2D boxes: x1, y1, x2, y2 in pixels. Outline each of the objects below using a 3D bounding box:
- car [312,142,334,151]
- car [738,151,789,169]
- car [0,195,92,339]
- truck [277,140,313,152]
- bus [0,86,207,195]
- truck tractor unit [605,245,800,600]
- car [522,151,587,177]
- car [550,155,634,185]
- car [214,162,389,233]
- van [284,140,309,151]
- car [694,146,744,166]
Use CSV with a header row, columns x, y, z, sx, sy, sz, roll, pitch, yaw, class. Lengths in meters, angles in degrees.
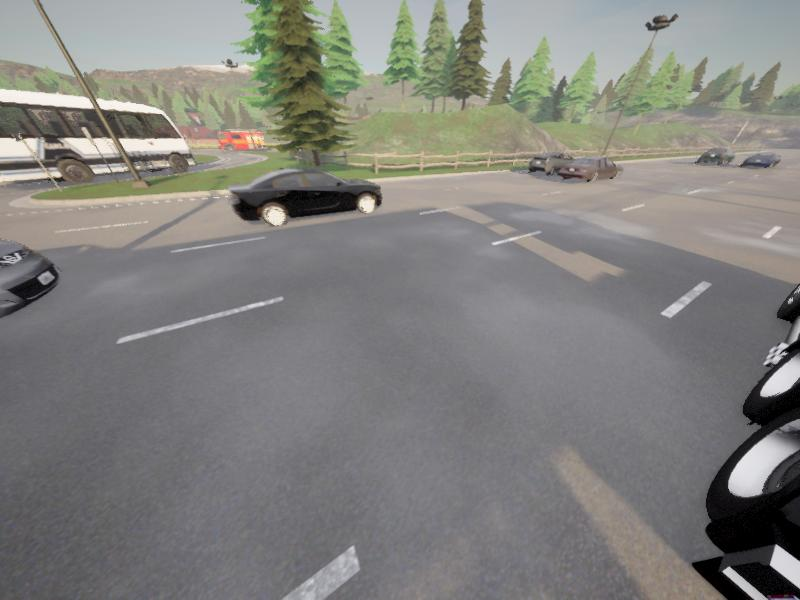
x,y,z,sx,sy,sz,roll,pitch,yaw,class
-18.811,-37.588,56.516,4.611,1.667,2.242,-18,39,-24,car
38.535,-14.894,24.507,4.181,1.385,1.994,-18,39,-24,car
-7.246,-0.118,2.770,3.633,1.501,1.845,-18,39,-24,car
-21.909,-32.217,48.282,6.274,2.098,2.390,-18,39,-24,truck
-19.436,-9.996,14.488,3.944,4.253,10.273,11,36,13,bus
5.077,-0.333,0.827,6.516,4.208,3.053,-20,40,-26,truck tractor unit
12.514,-11.133,18.760,4.514,1.525,2.007,-18,39,-24,car
13.128,-8.971,15.774,5.357,1.411,2.033,-18,39,-24,car
-3.063,-3.782,8.064,5.008,1.535,1.882,-18,39,-24,car
-22.843,-34.171,51.182,4.442,1.987,1.775,-18,39,-24,van
37.526,-17.048,27.221,4.553,1.767,2.097,-18,39,-24,car
